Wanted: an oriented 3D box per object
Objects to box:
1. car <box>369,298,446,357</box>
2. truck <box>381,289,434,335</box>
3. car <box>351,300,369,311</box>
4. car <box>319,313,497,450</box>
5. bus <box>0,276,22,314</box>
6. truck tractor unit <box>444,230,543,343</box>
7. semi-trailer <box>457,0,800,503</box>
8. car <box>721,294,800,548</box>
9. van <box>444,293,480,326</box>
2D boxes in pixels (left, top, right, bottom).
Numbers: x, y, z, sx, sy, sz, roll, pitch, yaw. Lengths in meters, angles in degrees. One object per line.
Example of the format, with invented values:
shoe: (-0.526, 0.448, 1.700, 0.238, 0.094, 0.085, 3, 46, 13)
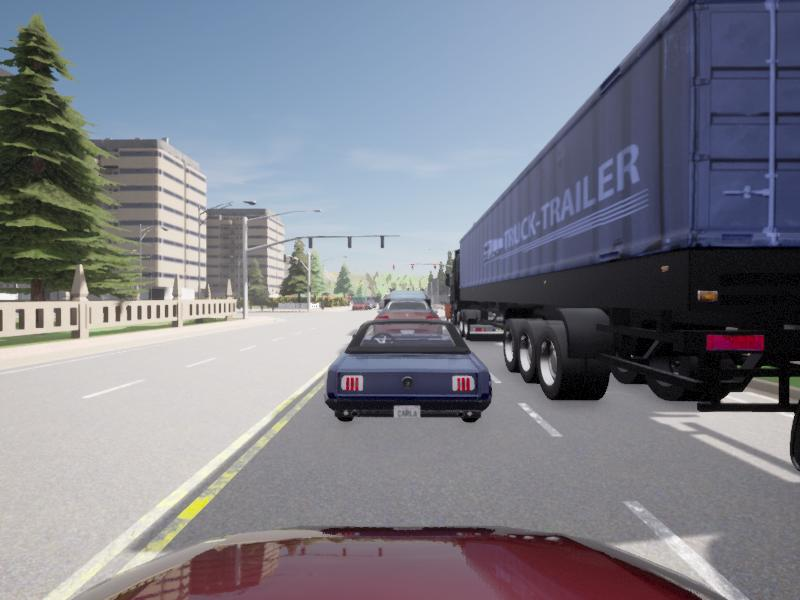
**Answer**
car: (0.260, 0.780, 13.741, 2.152, 1.651, 5.027, 0, 0, 1)
truck: (0.401, 0.542, 21.231, 2.390, 2.098, 6.274, 0, 0, 1)
car: (-5.934, 0.828, 60.011, 2.007, 1.525, 4.514, 0, 0, 3)
car: (0.126, 0.944, 6.620, 1.895, 1.301, 4.718, 0, 0, 1)
bus: (-49.263, -0.534, 44.816, 10.273, 4.253, 3.944, 0, 0, 1)
truck tractor unit: (3.842, -0.513, 18.114, 3.053, 4.208, 6.516, 0, 0, 1)
semi-trailer: (3.698, -0.618, 10.202, 2.717, 4.402, 14.254, 0, 0, 1)
car: (3.508, 0.780, 0.593, 1.930, 1.638, 5.238, 0, 0, 1)
van: (4.008, 0.598, 26.517, 1.775, 1.987, 4.442, 0, 0, 1)
